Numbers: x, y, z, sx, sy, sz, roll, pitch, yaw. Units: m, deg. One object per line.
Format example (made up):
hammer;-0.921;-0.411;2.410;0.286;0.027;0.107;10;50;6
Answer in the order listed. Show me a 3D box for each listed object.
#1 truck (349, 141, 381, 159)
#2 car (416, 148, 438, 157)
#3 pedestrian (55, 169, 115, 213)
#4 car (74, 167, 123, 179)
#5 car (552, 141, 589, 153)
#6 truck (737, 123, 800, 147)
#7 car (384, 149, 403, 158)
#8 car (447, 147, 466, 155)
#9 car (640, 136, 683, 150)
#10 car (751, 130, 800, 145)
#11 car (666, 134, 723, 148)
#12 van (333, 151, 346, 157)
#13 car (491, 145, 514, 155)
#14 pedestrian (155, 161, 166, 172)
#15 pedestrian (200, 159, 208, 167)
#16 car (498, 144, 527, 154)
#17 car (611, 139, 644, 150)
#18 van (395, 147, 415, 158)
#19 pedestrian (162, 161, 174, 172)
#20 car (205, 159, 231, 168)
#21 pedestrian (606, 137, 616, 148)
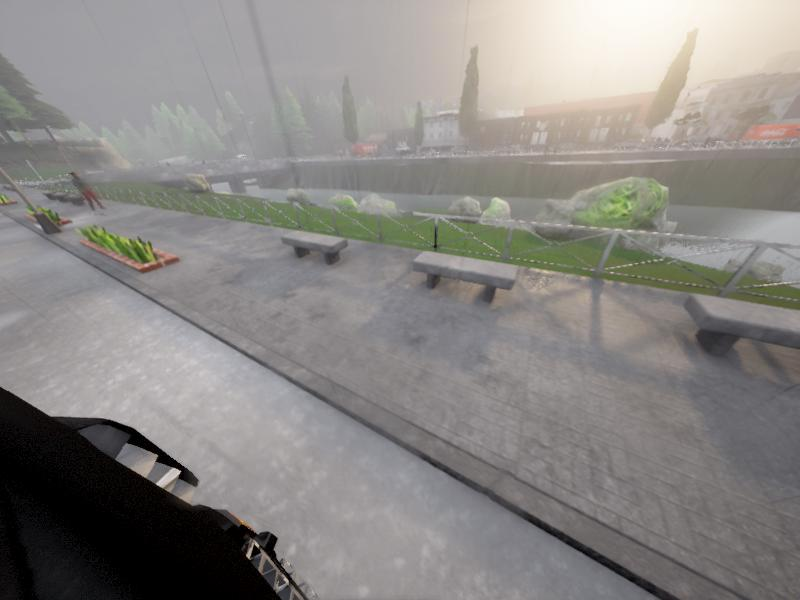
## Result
truck;-10.147;-43.366;66.867;8.468;3.827;2.891;15;38;25
car;6.963;-37.670;59.135;5.027;1.651;2.152;15;38;25
pedestrian;-15.722;-5.455;11.594;0.751;1.860;0.751;6;34;13
car;-55.291;-23.434;42.472;2.038;1.542;4.974;15;38;26
car;31.650;-28.587;43.121;5.238;1.638;1.930;16;38;26
truck;52.823;-23.099;32.359;5.204;2.467;2.627;15;38;26
car;-1.832;-40.196;63.392;4.856;1.649;2.033;15;38;25
car;13.609;-35.905;55.803;3.806;1.475;1.970;15;38;26
car;42.540;-25.597;37.744;3.988;1.617;1.851;16;38;26
car;56.996;-24.087;34.263;4.856;1.649;2.033;16;38;26
car;48.650;-26.359;38.367;5.238;1.638;1.930;16;38;26
van;-24.572;-59.448;93.993;2.069;2.038;4.480;15;38;26
car;21.423;-31.307;48.215;3.806;1.475;1.970;16;38;26
pedestrian;-48.348;-26.900;46.667;0.751;1.860;0.751;19;39;29
pedestrian;-51.970;-36.388;61.303;0.751;1.860;0.751;-2;33;2
car;24.519;-32.996;50.366;5.238;1.638;1.930;16;38;25
car;41.249;-28.263;41.997;3.806;1.475;1.970;17;38;27
van;1.208;-36.994;57.954;4.480;2.038;2.069;15;38;25
pedestrian;-47.016;-27.115;46.885;0.751;1.860;0.751;7;35;14
car;-47.550;-35.804;60.587;2.242;1.667;4.611;15;38;26
pedestrian;41.676;-31.072;45.627;0.751;1.860;0.751;17;39;28
